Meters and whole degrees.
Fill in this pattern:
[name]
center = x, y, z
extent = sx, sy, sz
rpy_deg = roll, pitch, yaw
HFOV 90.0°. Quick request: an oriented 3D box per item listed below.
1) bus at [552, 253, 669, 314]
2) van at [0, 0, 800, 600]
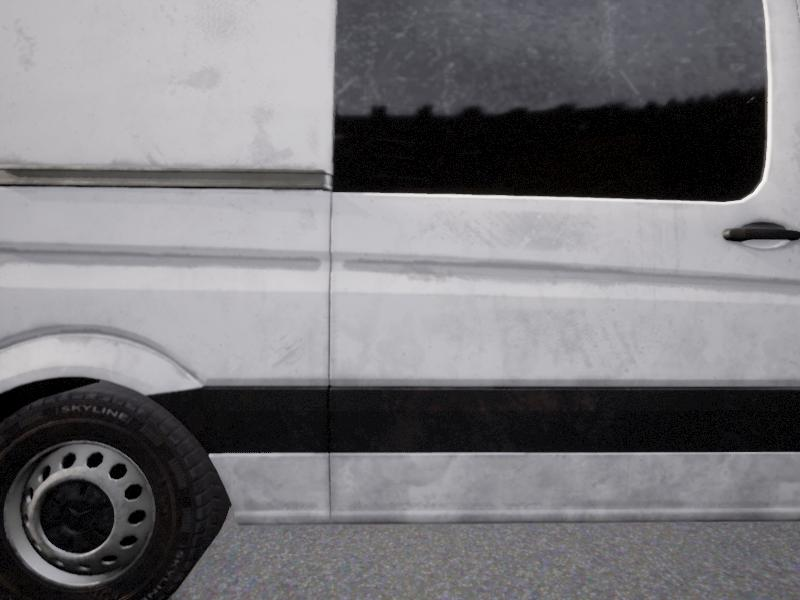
[bus]
center = 16.488, -1.134, 32.689
extent = 3.944, 4.253, 10.273
rpy_deg = 0, 0, -2
[van]
center = 0.744, -0.278, 2.191
extent = 5.915, 2.561, 1.988
rpy_deg = 0, 0, -1
